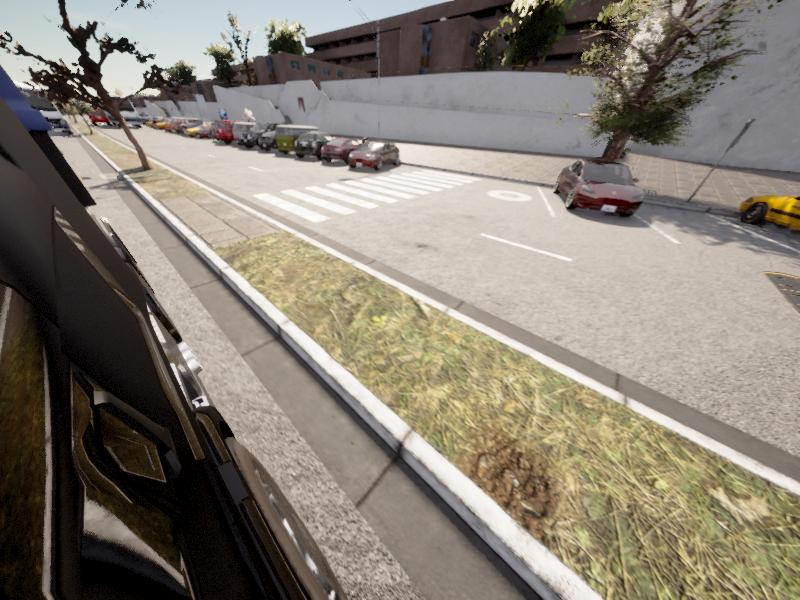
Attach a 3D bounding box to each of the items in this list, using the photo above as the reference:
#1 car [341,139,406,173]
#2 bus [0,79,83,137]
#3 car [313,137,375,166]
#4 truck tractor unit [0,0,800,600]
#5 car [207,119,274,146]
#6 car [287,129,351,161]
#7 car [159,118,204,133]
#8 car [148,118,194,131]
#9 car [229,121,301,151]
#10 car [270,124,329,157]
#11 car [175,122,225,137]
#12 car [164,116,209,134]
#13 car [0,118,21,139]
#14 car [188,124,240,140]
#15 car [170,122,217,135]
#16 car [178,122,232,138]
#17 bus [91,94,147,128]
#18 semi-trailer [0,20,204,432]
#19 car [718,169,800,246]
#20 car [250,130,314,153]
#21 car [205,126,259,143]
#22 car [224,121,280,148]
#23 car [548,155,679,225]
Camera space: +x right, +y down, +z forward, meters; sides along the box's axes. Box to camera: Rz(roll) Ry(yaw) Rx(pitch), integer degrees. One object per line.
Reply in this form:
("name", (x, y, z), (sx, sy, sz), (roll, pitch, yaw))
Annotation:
("car", (-1.504, -9.529, 15.071), (2.163, 1.488, 4.792), (15, 38, 15))
("bus", (-39.460, -20.720, 25.136), (10.273, 4.253, 3.944), (29, 44, 30))
("car", (-3.772, -10.782, 16.620), (2.002, 1.452, 4.674), (15, 38, 15))
("truck tractor unit", (-2.645, -0.295, 0.352), (6.516, 4.208, 3.053), (28, 44, 30))
("car", (-17.273, -18.464, 25.542), (2.435, 2.045, 5.566), (15, 38, 15))
("car", (-6.027, -12.139, 18.012), (2.185, 1.767, 4.553), (14, 38, 15))
("car", (-35.335, -28.368, 37.574), (2.185, 1.767, 4.553), (15, 38, 15))
("car", (-39.898, -30.727, 40.501), (1.946, 1.575, 5.366), (16, 38, 14))
("car", (-12.776, -15.953, 22.472), (2.435, 2.045, 5.566), (15, 38, 15))
("car", (-8.225, -13.537, 19.578), (1.878, 1.987, 4.442), (15, 38, 15))
("car", (-28.562, -24.483, 33.234), (2.163, 1.488, 4.792), (15, 38, 15))
("car", (-33.095, -27.128, 35.954), (1.878, 1.987, 4.442), (16, 38, 15))
("car", (-36.530, -15.416, 20.728), (4.181, 1.385, 1.994), (29, 44, 30))
("car", (-24.067, -21.942, 30.184), (2.163, 1.488, 4.792), (15, 38, 15))
("car", (-30.827, -25.719, 34.709), (2.002, 1.452, 4.674), (15, 38, 15))
("car", (-26.371, -23.136, 31.546), (1.946, 1.575, 5.366), (15, 38, 15))
("bus", (-50.014, -33.535, 41.115), (10.273, 4.253, 3.944), (29, 44, 30))
("semi-trailer", (-8.820, -3.523, 4.098), (14.254, 4.402, 2.717), (27, 42, 28))
("car", (12.174, -2.199, 6.088), (1.946, 1.575, 5.366), (14, 38, 15))
("car", (-10.532, -14.526, 21.129), (2.231, 1.521, 4.892), (15, 38, 15))
("car", (-19.551, -19.455, 27.198), (2.002, 1.452, 4.674), (15, 38, 15))
("car", (-15.063, -17.123, 23.932), (1.878, 1.987, 4.442), (15, 38, 15))
("car", (7.568, -4.546, 8.987), (2.163, 1.488, 4.792), (15, 38, 15))
